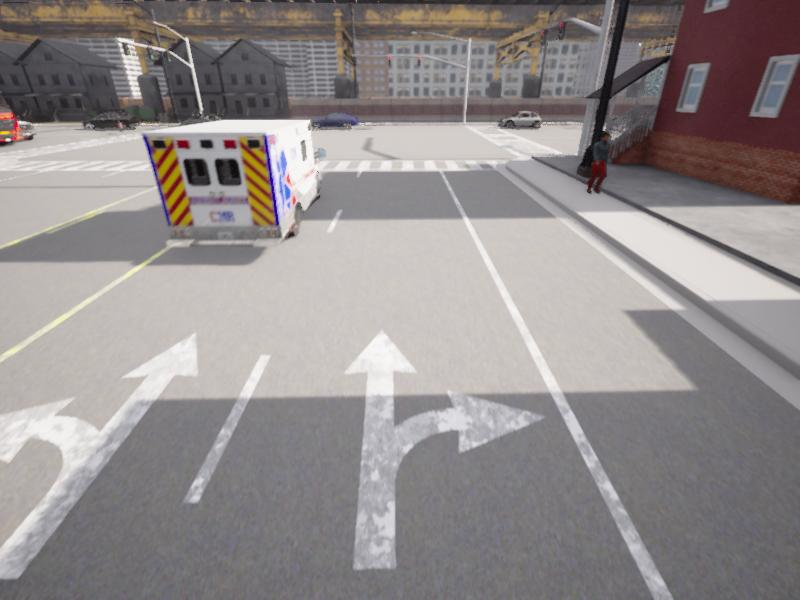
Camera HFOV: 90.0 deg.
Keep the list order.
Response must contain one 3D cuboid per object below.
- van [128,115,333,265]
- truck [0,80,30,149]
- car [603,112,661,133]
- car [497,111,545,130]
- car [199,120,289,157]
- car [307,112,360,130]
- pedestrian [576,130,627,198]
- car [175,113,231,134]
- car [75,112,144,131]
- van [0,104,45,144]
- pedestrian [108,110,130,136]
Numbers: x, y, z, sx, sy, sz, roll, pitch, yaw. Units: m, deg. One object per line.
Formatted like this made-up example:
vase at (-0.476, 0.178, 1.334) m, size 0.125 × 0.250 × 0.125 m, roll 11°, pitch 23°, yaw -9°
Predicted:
van at (-3.477, -3.238, 10.233) m, size 2.351 × 2.431 × 6.366 m, roll 0°, pitch 27°, yaw 0°
truck at (-29.316, -11.542, 24.968) m, size 8.468 × 3.827 × 2.891 m, roll 0°, pitch 27°, yaw 0°
car at (20.019, -15.441, 34.687) m, size 3.705 × 1.549 × 1.789 m, roll 0°, pitch 27°, yaw 0°
car at (11.359, -16.999, 37.843) m, size 3.806 × 1.475 × 1.970 m, roll 0°, pitch 27°, yaw 0°
car at (-8.994, -9.655, 23.674) m, size 1.882 × 1.535 × 5.008 m, roll 11°, pitch 30°, yaw 21°
car at (-6.222, -16.947, 37.890) m, size 4.674 × 1.442 × 1.812 m, roll 0°, pitch 27°, yaw 0°
pedestrian at (6.057, -4.122, 12.119) m, size 0.751 × 1.860 × 0.751 m, roll -4°, pitch 27°, yaw -6°
car at (-17.033, -15.373, 34.790) m, size 3.705 × 1.549 × 1.789 m, roll 0°, pitch 27°, yaw 0°
car at (-27.430, -16.932, 37.942) m, size 4.892 × 1.490 × 1.837 m, roll 0°, pitch 27°, yaw 0°
van at (-29.858, -12.551, 28.451) m, size 6.366 × 2.431 × 2.351 m, roll 0°, pitch 27°, yaw 1°
pedestrian at (-22.944, -14.473, 32.697) m, size 0.751 × 1.860 × 0.751 m, roll -5°, pitch 28°, yaw -9°
